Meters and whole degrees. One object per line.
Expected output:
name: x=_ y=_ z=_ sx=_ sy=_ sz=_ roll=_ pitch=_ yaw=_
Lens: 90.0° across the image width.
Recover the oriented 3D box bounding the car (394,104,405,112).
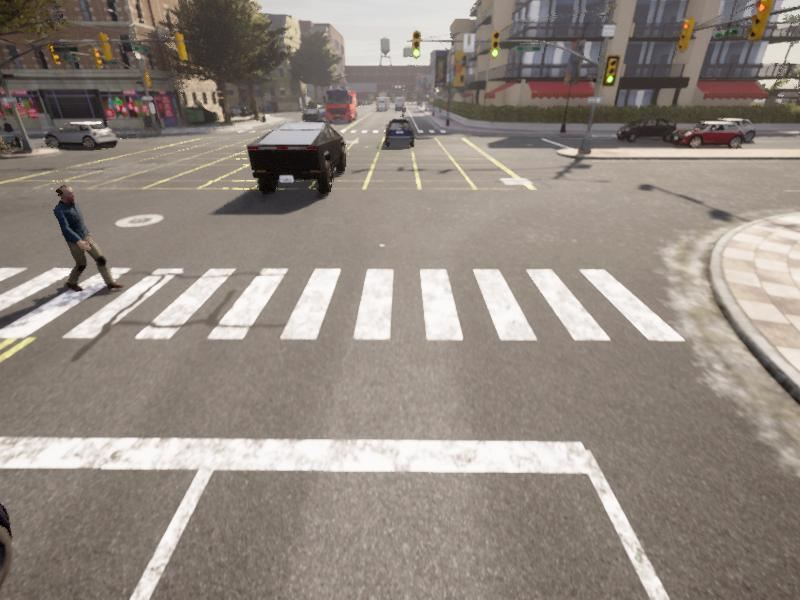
car: x=-0.055 y=-37.080 z=77.227 sx=1.994 sy=1.385 sz=4.181 roll=0 pitch=27 yaw=0

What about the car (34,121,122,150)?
car: x=-20.390 y=-10.504 z=25.445 sx=3.806 sy=1.475 sz=1.970 roll=3 pitch=27 yaw=6

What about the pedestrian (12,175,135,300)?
pedestrian: x=-5.170 y=-1.003 z=6.479 sx=0.751 sy=1.860 sz=0.751 roll=1 pitch=27 yaw=1

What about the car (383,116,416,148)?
car: x=-0.020 y=-11.537 z=27.275 sx=2.033 sy=1.649 sz=4.856 roll=0 pitch=27 yaw=0

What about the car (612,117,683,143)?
car: x=17.563 y=-12.162 z=28.561 sx=3.705 sy=1.549 sz=1.789 roll=0 pitch=27 yaw=0

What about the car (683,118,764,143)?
car: x=22.995 y=-12.116 z=28.553 sx=3.806 sy=1.475 sz=1.970 roll=0 pitch=27 yaw=0

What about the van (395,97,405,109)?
van: x=-0.067 y=-47.662 z=96.669 sx=2.351 sy=2.431 sz=6.366 roll=0 pitch=27 yaw=0

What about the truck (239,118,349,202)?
truck: x=-3.510 y=-5.468 z=14.956 sx=2.390 sy=2.098 sz=6.274 roll=0 pitch=27 yaw=0

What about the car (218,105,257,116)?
car: x=-25.347 y=-29.612 z=62.562 sx=4.974 sy=1.542 sz=2.038 roll=0 pitch=27 yaw=1

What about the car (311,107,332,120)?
car: x=-10.539 y=-25.170 z=54.006 sx=1.812 sy=1.442 sz=4.674 roll=0 pitch=27 yaw=0

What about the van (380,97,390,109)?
van: x=-3.567 y=-47.626 z=96.602 sx=2.351 sy=2.431 sz=6.366 roll=0 pitch=27 yaw=0

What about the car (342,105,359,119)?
car: x=-7.042 y=-26.824 z=57.072 sx=1.801 sy=1.575 sz=5.366 roll=0 pitch=27 yaw=0

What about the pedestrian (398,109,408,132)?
pedestrian: x=0.256 y=-16.007 z=35.664 sx=0.751 sy=1.860 sz=0.751 roll=-4 pitch=27 yaw=-7

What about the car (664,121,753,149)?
car: x=19.480 y=-10.524 z=25.457 sx=3.806 sy=1.475 sz=1.970 roll=0 pitch=27 yaw=0

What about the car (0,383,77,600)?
car: x=-3.501 y=1.902 z=1.239 sx=1.845 sy=1.501 sz=3.633 roll=0 pitch=27 yaw=0

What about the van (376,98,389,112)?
van: x=-3.556 y=-39.473 z=80.740 sx=2.351 sy=2.431 sz=6.366 roll=0 pitch=27 yaw=0

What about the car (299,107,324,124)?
car: x=-10.537 y=-22.177 z=47.968 sx=1.930 sy=1.638 sz=5.238 roll=0 pitch=27 yaw=-1

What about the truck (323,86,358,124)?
truck: x=-7.041 y=-23.765 z=48.668 sx=2.891 sy=3.827 sz=8.468 roll=0 pitch=27 yaw=0
